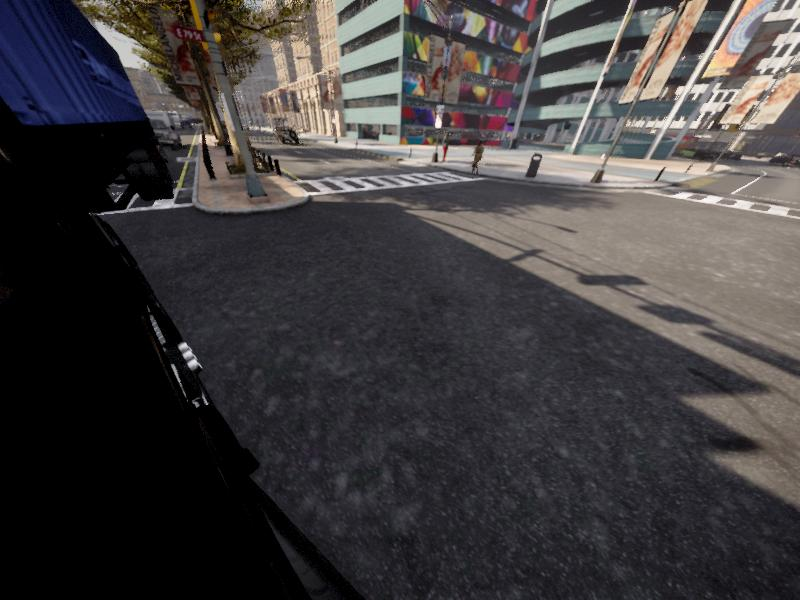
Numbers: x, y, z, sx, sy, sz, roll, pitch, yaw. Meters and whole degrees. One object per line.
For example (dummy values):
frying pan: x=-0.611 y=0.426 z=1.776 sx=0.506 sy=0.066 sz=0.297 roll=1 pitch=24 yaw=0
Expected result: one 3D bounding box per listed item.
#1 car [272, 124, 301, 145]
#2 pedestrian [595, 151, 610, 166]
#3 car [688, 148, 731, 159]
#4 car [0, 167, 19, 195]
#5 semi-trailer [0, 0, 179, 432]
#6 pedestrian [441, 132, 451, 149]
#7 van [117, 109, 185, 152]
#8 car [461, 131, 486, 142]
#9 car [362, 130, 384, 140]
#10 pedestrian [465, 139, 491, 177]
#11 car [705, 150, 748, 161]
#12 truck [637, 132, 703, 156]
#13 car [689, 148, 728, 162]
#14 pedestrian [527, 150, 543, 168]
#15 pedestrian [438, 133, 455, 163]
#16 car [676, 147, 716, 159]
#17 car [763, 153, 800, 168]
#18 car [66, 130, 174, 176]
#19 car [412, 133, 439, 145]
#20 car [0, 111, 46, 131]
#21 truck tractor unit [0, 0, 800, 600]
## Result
car: x=-14.459 y=-21.024 z=29.310 sx=1.932 sy=1.855 sz=4.605 roll=-20 pitch=43 yaw=-28
pedestrian: x=18.791 y=-13.131 z=21.429 sx=0.500 sy=1.100 sz=0.500 roll=-15 pitch=40 yaw=-22
car: x=62.900 y=-29.900 z=47.071 sx=2.128 sy=1.511 sz=4.902 roll=-1 pitch=37 yaw=-6
car: x=-12.536 y=-3.034 z=5.304 sx=1.932 sy=1.855 sz=4.605 roll=-18 pitch=41 yaw=-26
semi-trailer: x=-7.728 y=-4.131 z=4.986 sx=2.717 sy=4.402 sz=14.254 roll=-23 pitch=44 yaw=-30
pedestrian: x=6.155 y=-21.296 z=30.857 sx=0.751 sy=1.860 sz=0.751 roll=28 pitch=43 yaw=30
van: x=-19.652 y=-13.742 z=18.709 sx=2.351 sy=2.431 sz=6.366 roll=-20 pitch=43 yaw=-28
car: x=19.217 y=-43.056 z=60.801 sx=2.435 sy=2.045 sz=5.566 roll=-20 pitch=43 yaw=-28
car: x=-5.479 y=-33.308 z=46.611 sx=2.161 sy=1.482 sz=4.786 roll=-20 pitch=43 yaw=-28
pedestrian: x=4.550 y=-8.377 z=13.657 sx=0.751 sy=1.860 sz=0.751 roll=-20 pitch=42 yaw=-27
car: x=59.378 y=-26.391 z=42.156 sx=1.994 sy=1.385 sz=4.181 roll=3 pitch=37 yaw=0
truck: x=58.715 y=-34.305 z=50.687 sx=2.891 sy=3.827 sz=8.468 roll=-6 pitch=37 yaw=-11
car: x=51.786 y=-24.468 z=38.888 sx=1.789 sy=1.549 sz=3.705 roll=10 pitch=37 yaw=9
pedestrian: x=10.175 y=-10.622 z=17.450 sx=0.500 sy=1.100 sz=0.500 roll=-9 pitch=38 yaw=-15
pedestrian: x=3.544 y=-11.702 z=17.793 sx=0.751 sy=1.860 sz=0.751 roll=-12 pitch=39 yaw=-20
car: x=55.998 y=-27.880 z=43.862 sx=2.007 sy=1.525 sz=4.514 roll=3 pitch=37 yaw=0
car: x=57.368 y=-20.689 z=34.211 sx=1.789 sy=1.549 sz=3.705 roll=12 pitch=38 yaw=12
car: x=-13.576 y=-7.586 z=11.680 sx=2.163 sy=1.488 sz=4.792 roll=-19 pitch=42 yaw=-25
car: x=4.417 y=-28.645 z=40.987 sx=2.128 sy=1.511 sz=4.902 roll=-20 pitch=43 yaw=-28
car: x=-46.561 y=-21.165 z=27.296 sx=4.553 sy=1.767 sz=2.097 roll=-20 pitch=42 yaw=-28
truck tractor unit: x=-2.645 y=-0.295 z=0.352 sx=6.516 sy=4.208 sz=3.053 roll=28 pitch=44 yaw=30
